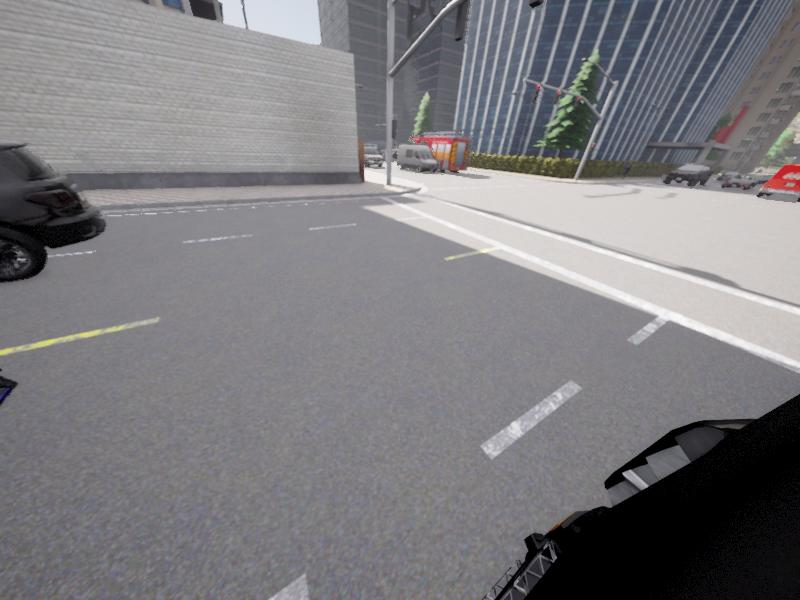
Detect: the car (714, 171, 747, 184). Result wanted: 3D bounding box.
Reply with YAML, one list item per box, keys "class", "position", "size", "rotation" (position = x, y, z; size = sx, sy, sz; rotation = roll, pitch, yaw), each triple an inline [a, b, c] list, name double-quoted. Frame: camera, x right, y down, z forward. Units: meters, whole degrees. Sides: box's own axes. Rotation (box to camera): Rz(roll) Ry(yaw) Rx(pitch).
- class: "car"
  position: [49.798, -18.518, 34.788]
  size: [4.674, 1.442, 1.812]
  rotation: [-16, 38, -26]

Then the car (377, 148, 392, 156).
- class: "car"
  position: [-4.570, -43.878, 68.343]
  size: [3.866, 1.878, 1.905]
  rotation: [-16, 38, -26]

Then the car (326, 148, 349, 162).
- class: "car"
  position: [-10.205, -23.562, 37.385]
  size: [2.033, 1.649, 4.856]
  rotation: [-16, 38, -26]

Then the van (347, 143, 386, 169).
- class: "van"
  position: [-4.251, -17.990, 28.730]
  size: [2.351, 2.431, 6.366]
  rotation: [-16, 38, -26]

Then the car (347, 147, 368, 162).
- class: "car"
  position: [-7.197, -24.539, 38.891]
  size: [1.932, 1.855, 4.605]
  rotation: [-16, 37, -26]

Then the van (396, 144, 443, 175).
- class: "van"
  position: [1.944, -15.739, 25.735]
  size: [1.988, 2.561, 5.915]
  rotation: [-16, 38, -26]

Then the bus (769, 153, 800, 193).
- class: "bus"
  position: [49.830, -15.300, 27.381]
  size: [10.273, 4.253, 3.944]
  rotation: [-16, 38, -26]

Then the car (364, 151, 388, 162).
- class: "car"
  position: [-4.256, -25.268, 40.669]
  size: [2.033, 1.411, 5.357]
  rotation: [-16, 38, -26]

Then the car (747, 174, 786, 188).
- class: "car"
  position: [50.202, -16.372, 31.646]
  size: [4.181, 1.385, 1.994]
  rotation: [-16, 38, -26]

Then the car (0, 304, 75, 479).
- class: "car"
  position: [-4.955, 1.193, 0.390]
  size: [4.514, 1.525, 2.007]
  rotation: [-16, 38, -26]

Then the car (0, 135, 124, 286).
- class: "car"
  position: [-8.252, -1.035, 3.016]
  size: [2.150, 2.045, 5.566]
  rotation: [30, 42, 34]

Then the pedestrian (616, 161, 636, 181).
- class: "pedestrian"
  position: [26.016, -14.848, 26.576]
  size: [0.751, 1.860, 0.751]
  rotation: [15, 35, 17]

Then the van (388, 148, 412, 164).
- class: "van"
  position: [-0.093, -25.270, 40.433]
  size: [2.069, 2.038, 4.480]
  rotation: [-16, 38, -26]

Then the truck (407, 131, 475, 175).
- class: "truck"
  position: [4.450, -17.681, 27.715]
  size: [2.891, 3.827, 8.468]
  rotation: [-16, 38, -26]

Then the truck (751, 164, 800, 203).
- class: "truck"
  position: [33.106, -9.822, 19.332]
  size: [5.204, 2.467, 2.627]
  rotation: [-16, 38, -26]

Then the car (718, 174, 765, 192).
- class: "car"
  position: [36.343, -12.544, 24.617]
  size: [4.193, 1.474, 1.816]
  rotation: [-16, 38, -26]

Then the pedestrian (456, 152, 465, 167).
- class: "pedestrian"
  position: [9.406, -21.827, 35.853]
  size: [0.751, 1.860, 0.751]
  rotation: [-20, 40, -31]

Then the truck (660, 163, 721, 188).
- class: "truck"
  position: [32.551, -13.968, 25.893]
  size: [6.274, 2.098, 2.390]
  rotation: [-15, 38, -26]
